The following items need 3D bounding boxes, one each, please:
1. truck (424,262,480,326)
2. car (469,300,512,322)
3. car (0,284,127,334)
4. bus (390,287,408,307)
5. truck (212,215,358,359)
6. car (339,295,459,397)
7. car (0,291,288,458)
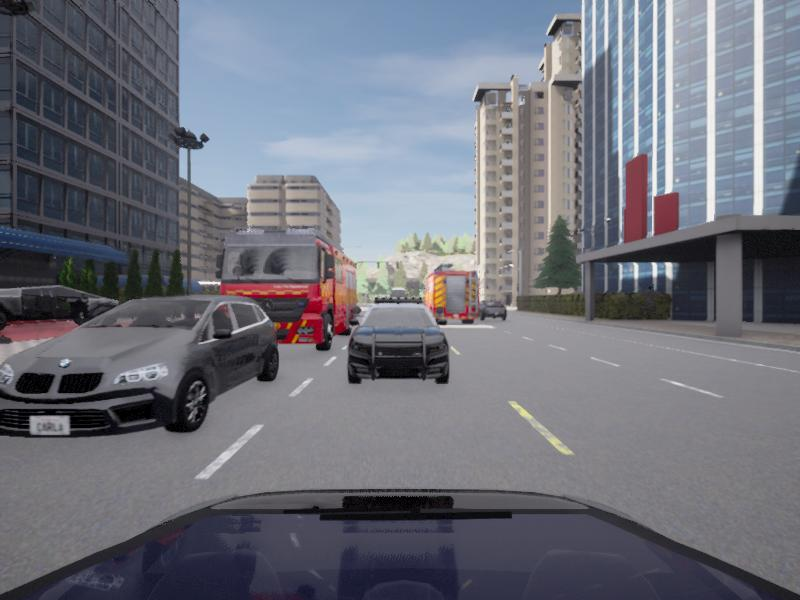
[{"bbox_3d":[3.391,-0.367,28.458,2.891,3.827,8.468,0,0,0],"label":"truck"},{"bbox_3d":[6.877,0.786,30.964,2.128,1.511,4.902,0,0,0],"label":"car"},{"bbox_3d":[-16.696,0.371,18.545,2.390,2.098,6.274,0,0,30],"label":"car"},{"bbox_3d":[-0.246,-0.686,92.853,3.944,4.253,10.273,0,0,0],"label":"bus"},{"bbox_3d":[-3.513,-0.345,14.902,2.891,3.827,8.468,0,0,1],"label":"truck"},{"bbox_3d":[-0.036,0.755,9.064,1.930,1.638,5.238,0,0,0],"label":"car"},{"bbox_3d":[-3.523,0.745,6.306,2.242,1.667,4.611,0,0,0],"label":"car"}]
